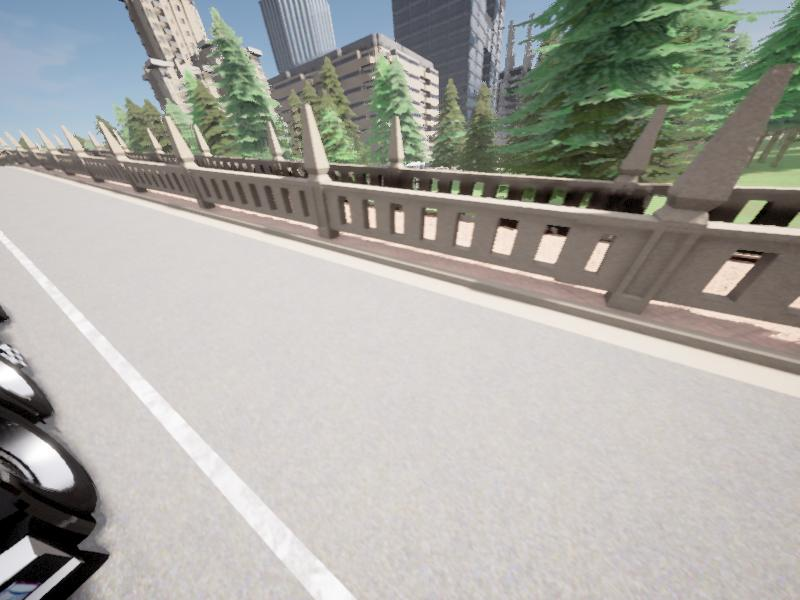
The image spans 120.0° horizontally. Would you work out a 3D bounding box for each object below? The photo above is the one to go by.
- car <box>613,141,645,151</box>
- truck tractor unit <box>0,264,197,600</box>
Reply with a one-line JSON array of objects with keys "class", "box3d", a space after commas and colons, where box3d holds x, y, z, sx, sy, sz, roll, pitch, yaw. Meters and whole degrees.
[{"class": "car", "box3d": [58.380, -39.438, 59.033, 5.366, 1.575, 1.801, 13, 36, 28]}, {"class": "truck tractor unit", "box3d": [-5.108, -0.305, 0.768, 6.516, 4.208, 3.053, 19, 39, 24]}]
